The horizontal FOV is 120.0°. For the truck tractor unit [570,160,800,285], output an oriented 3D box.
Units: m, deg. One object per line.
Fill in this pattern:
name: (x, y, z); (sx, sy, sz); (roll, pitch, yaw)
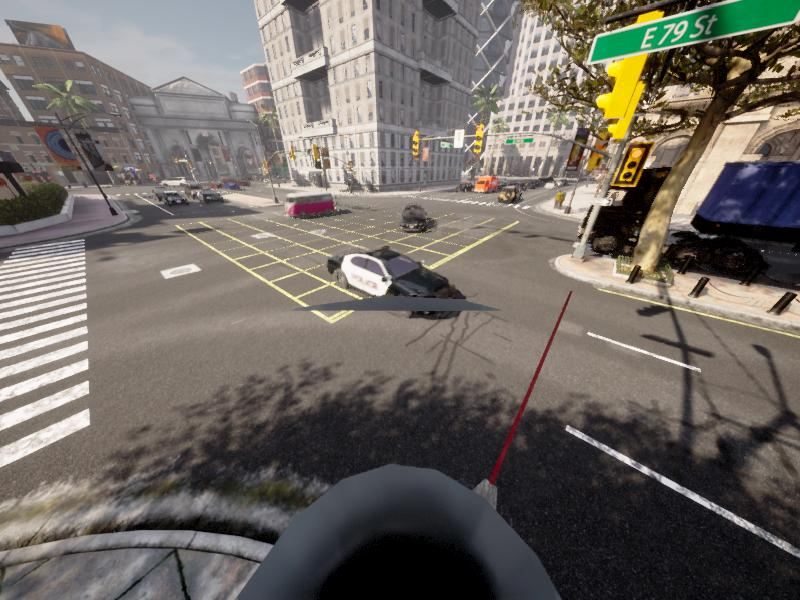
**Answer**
truck tractor unit: (12.805, -4.055, 10.799); (6.516, 4.208, 3.053); (23, 37, 34)

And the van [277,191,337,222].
van: (-8.189, -8.544, 20.820); (1.775, 1.987, 4.442); (23, 37, 34)

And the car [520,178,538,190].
car: (26.168, -23.563, 46.927); (1.905, 1.878, 3.866); (23, 37, 34)

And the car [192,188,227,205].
car: (-24.565, -13.443, 29.759); (4.974, 1.542, 2.038); (23, 37, 34)

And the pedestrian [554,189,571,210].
pedestrian: (16.535, -10.230, 23.511); (0.751, 1.860, 0.751); (-24, 38, -35)

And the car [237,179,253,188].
car: (-35.660, -26.988, 53.212); (1.882, 1.535, 5.008); (-11, 32, -18)

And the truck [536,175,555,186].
truck: (35.861, -29.371, 56.779); (2.390, 2.098, 6.274); (23, 37, 34)

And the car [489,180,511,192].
car: (19.373, -22.171, 44.765); (1.930, 1.638, 5.238); (23, 37, 34)

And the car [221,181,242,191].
car: (-32.680, -22.065, 44.779); (4.674, 1.442, 1.812); (23, 37, 34)

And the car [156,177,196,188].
car: (-48.914, -25.778, 50.616); (5.566, 2.045, 2.150); (-4, 30, -6)

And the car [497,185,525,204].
car: (14.511, -13.872, 30.155); (1.932, 1.855, 4.605); (21, 36, 32)

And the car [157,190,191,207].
car: (-26.955, -12.141, 27.558); (3.806, 1.475, 1.970); (23, 37, 34)

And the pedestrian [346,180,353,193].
pedestrian: (-8.597, -19.300, 39.221); (0.751, 1.860, 0.751); (17, 34, 27)

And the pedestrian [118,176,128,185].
pedestrian: (-66.465, -28.651, 55.417); (0.751, 1.860, 0.751); (24, 37, 35)

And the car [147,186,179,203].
car: (-32.069, -14.368, 31.251); (5.238, 1.638, 1.930); (23, 37, 34)

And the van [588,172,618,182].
van: (62.486, -37.921, 71.249); (6.366, 2.431, 2.351); (23, 37, 34)

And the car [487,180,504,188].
car: (21.248, -25.858, 51.424); (1.994, 1.385, 4.181); (23, 37, 34)

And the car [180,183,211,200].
car: (-29.341, -15.610, 33.164); (4.605, 1.855, 1.932); (23, 37, 34)

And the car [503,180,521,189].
car: (24.238, -24.904, 49.770); (1.994, 1.385, 4.181); (24, 38, 35)

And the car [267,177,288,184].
car: (-33.561, -32.854, 63.465); (1.812, 1.442, 4.674); (23, 37, 34)

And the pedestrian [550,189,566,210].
pedestrian: (15.923, -10.106, 23.297); (0.751, 1.860, 0.751); (13, 32, 21)

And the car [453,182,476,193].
car: (11.707, -20.252, 41.589); (1.837, 1.490, 4.892); (23, 37, 34)

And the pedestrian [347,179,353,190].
pedestrian: (-9.282, -21.429, 42.908); (0.751, 1.860, 0.751); (25, 38, 36)

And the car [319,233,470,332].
car: (-0.430, -0.975, 8.156); (4.974, 1.542, 2.038); (23, 37, 34)

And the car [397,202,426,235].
car: (0.954, -6.266, 17.364); (1.837, 1.490, 4.892); (1, 30, 4)

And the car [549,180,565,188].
car: (34.935, -25.758, 51.324); (1.895, 1.301, 4.718); (23, 37, 34)

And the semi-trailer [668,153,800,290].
semi-trailer: (18.831, -1.573, 6.312); (14.254, 4.402, 2.717); (23, 37, 34)

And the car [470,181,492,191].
car: (16.414, -23.026, 46.495); (2.033, 1.411, 5.357); (23, 37, 34)

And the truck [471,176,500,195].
truck: (14.829, -19.820, 39.864); (2.627, 2.467, 5.204); (22, 37, 33)

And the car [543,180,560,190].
car: (31.047, -23.574, 47.306); (1.845, 1.501, 3.633); (23, 37, 34)

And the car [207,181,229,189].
car: (-38.549, -24.345, 48.878); (4.718, 1.301, 1.895); (21, 36, 31)

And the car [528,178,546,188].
car: (30.554, -26.061, 51.503); (1.930, 1.638, 5.238); (23, 37, 34)

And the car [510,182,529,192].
car: (22.317, -21.118, 43.108); (1.816, 1.474, 4.193); (23, 37, 34)
